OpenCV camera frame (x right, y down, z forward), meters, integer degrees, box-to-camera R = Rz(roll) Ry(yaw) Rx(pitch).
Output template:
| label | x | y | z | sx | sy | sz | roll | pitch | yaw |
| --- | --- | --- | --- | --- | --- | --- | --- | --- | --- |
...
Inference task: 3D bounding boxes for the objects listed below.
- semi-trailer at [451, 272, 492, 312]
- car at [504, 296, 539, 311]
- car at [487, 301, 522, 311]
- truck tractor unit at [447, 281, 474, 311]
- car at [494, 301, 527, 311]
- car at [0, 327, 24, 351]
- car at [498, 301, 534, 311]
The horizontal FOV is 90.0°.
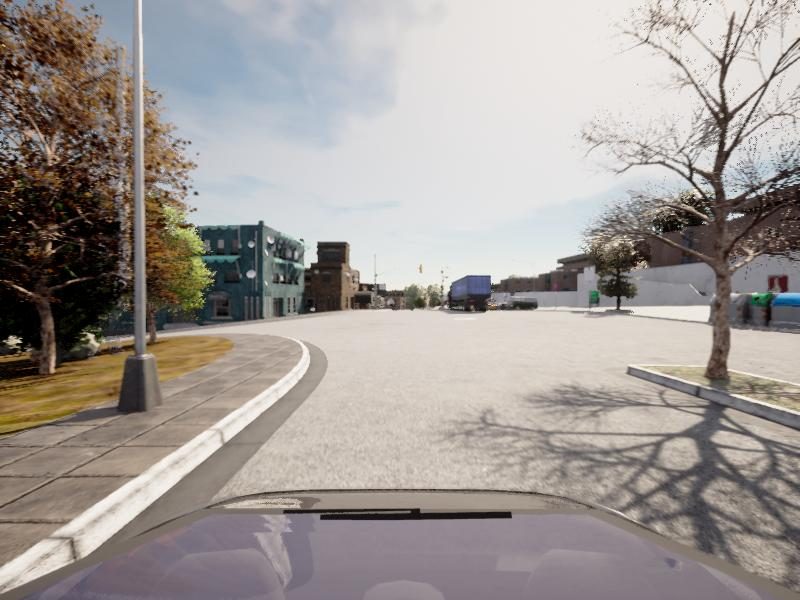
| label | x | y | z | sx | sy | sz | roll | pitch | yaw |
| --- | --- | --- | --- | --- | --- | --- | --- | --- | --- |
| semi-trailer | 8.872 | -0.753 | 51.666 | 2.717 | 4.402 | 14.254 | 0 | -1 | 0 |
| car | 16.839 | 0.550 | 55.409 | 4.442 | 1.987 | 1.878 | 1 | -1 | -20 |
| car | 16.779 | 0.982 | 64.313 | 5.366 | 1.575 | 1.946 | 1 | -1 | -20 |
| truck tractor unit | 8.858 | -0.478 | 59.585 | 3.053 | 4.208 | 6.516 | 0 | -1 | 0 |
| car | 16.953 | 0.959 | 61.399 | 4.674 | 1.452 | 2.002 | 1 | -1 | -20 |
| car | -34.506 | 3.425 | 33.865 | 3.866 | 1.878 | 1.905 | -6 | -1 | 12 |
| car | 16.943 | 0.889 | 58.426 | 4.674 | 1.452 | 2.002 | 1 | -2 | -20 |
